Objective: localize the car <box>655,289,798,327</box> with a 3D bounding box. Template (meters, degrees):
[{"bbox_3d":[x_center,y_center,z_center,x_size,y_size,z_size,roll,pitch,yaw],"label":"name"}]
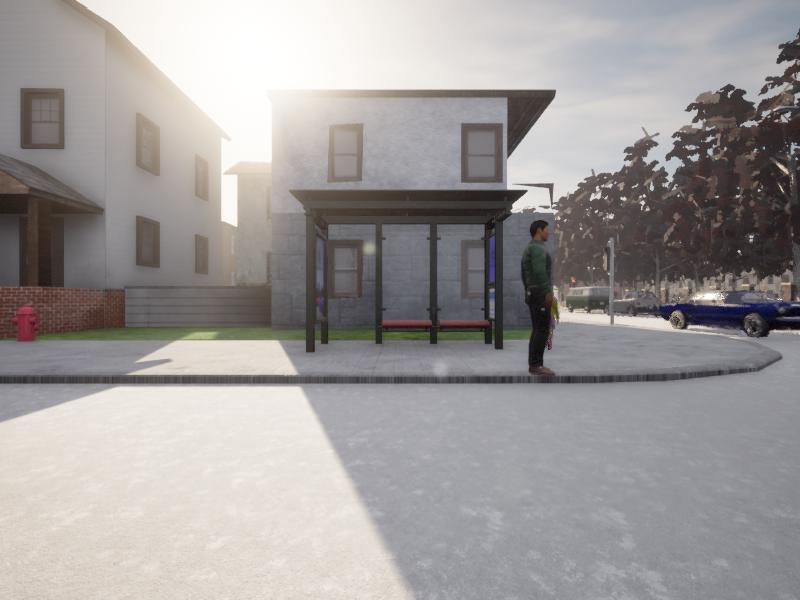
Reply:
[{"bbox_3d":[13.945,0.295,17.673,2.033,1.411,5.357,0,0,2],"label":"car"}]

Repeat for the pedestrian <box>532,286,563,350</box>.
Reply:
[{"bbox_3d":[2.627,0.305,7.117,0.500,1.100,0.500,0,0,20],"label":"pedestrian"}]

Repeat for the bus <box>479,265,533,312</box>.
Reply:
[{"bbox_3d":[10.753,-1.141,41.840,3.944,4.253,10.273,0,1,6],"label":"bus"}]

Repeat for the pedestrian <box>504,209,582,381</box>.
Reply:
[{"bbox_3d":[1.661,-0.054,4.766,0.751,1.860,0.751,0,0,9],"label":"pedestrian"}]

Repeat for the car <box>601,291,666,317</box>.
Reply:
[{"bbox_3d":[14.194,0.227,24.567,1.845,1.501,3.633,0,0,-1],"label":"car"}]

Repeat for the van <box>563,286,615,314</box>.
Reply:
[{"bbox_3d":[14.274,-0.002,30.573,1.775,1.987,4.442,0,0,-2],"label":"van"}]

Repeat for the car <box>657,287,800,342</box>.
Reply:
[{"bbox_3d":[10.065,0.344,11.893,1.895,1.301,4.718,0,0,1],"label":"car"}]
